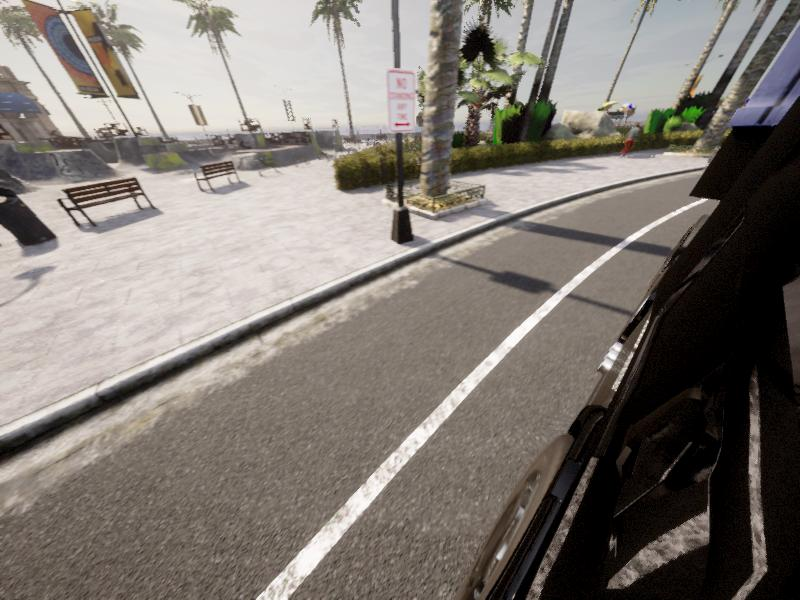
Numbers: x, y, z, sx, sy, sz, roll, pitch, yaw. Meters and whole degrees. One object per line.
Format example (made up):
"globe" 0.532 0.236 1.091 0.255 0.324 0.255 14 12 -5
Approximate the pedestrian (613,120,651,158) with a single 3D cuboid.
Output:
"pedestrian" 14.448 -10.054 14.462 0.751 1.860 0.751 -14 38 -15

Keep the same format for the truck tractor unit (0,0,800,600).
"truck tractor unit" 2.645 -0.295 0.351 6.516 4.208 3.053 -28 44 -30

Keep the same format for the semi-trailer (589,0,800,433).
"semi-trailer" 9.283 -3.097 3.594 14.254 4.402 2.717 -21 40 -23
